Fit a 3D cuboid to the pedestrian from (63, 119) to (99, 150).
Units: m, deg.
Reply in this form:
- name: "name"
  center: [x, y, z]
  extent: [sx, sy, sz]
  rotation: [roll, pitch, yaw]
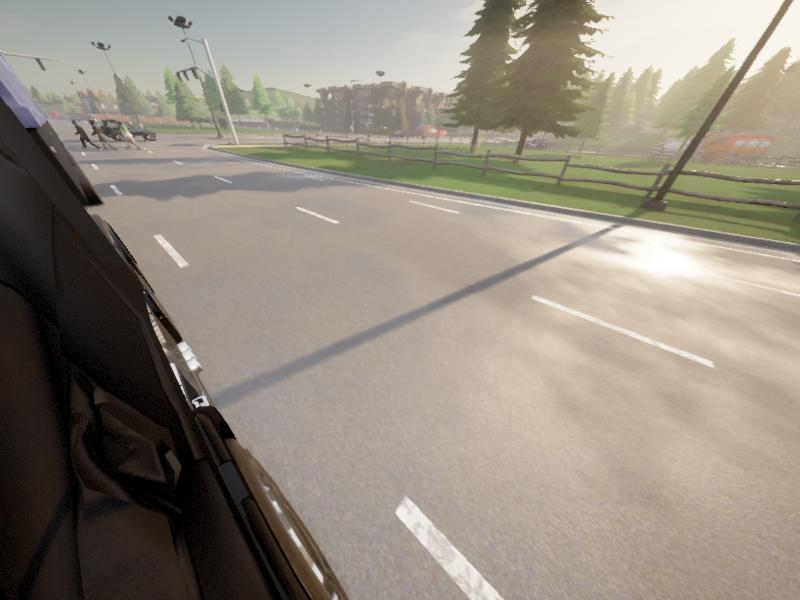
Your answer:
- name: "pedestrian"
  center: [-23.615, -12.262, 17.163]
  extent: [0.751, 1.860, 0.751]
  rotation: [-27, 46, -34]

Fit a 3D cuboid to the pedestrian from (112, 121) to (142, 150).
- name: "pedestrian"
  center: [-21.450, -12.946, 18.223]
  extent: [0.751, 1.860, 0.751]
  rotation: [-23, 44, -31]

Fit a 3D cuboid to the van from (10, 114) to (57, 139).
- name: "van"
  center: [-37.890, -18.025, 23.991]
  extent: [4.442, 1.987, 1.775]
  rotation: [28, 43, 30]

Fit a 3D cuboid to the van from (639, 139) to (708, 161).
- name: "van"
  center: [42.066, -23.377, 35.878]
  extent: [6.366, 2.431, 2.351]
  rotation: [28, 43, 30]

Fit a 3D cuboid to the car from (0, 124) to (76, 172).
- name: "car"
  center: [-18.803, -7.778, 11.647]
  extent: [5.027, 1.651, 2.152]
  rotation: [28, 43, 30]

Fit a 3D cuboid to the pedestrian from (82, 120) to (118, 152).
- name: "pedestrian"
  center: [-21.812, -11.944, 16.848]
  extent: [0.751, 1.860, 0.751]
  rotation: [-23, 44, -30]

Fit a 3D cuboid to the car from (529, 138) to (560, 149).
- name: "car"
  center: [31.470, -34.129, 50.423]
  extent: [5.027, 1.651, 2.152]
  rotation: [28, 43, 30]

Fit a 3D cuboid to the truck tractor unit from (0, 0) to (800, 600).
- name: "truck tractor unit"
  center: [-2.645, -0.295, 0.351]
  extent: [6.516, 4.208, 3.053]
  rotation: [28, 44, 30]

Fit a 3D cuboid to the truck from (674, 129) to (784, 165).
- name: "truck"
  center: [48.633, -23.182, 34.853]
  extent: [8.468, 3.827, 2.891]
  rotation: [28, 43, 30]

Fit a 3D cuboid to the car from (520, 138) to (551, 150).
- name: "car"
  center: [26.946, -31.093, 46.033]
  extent: [4.856, 1.649, 2.033]
  rotation: [28, 43, 30]

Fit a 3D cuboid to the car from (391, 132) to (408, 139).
- name: "car"
  center: [-0.130, -46.722, 65.559]
  extent: [1.837, 1.490, 4.892]
  rotation: [28, 44, 30]

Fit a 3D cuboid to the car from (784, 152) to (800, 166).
- name: "car"
  center: [61.879, -20.656, 34.150]
  extent: [4.974, 1.542, 2.038]
  rotation: [28, 43, 30]

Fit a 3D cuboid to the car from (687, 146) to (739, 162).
- name: "car"
  center: [50.787, -23.918, 37.694]
  extent: [4.553, 1.767, 2.097]
  rotation: [28, 43, 30]

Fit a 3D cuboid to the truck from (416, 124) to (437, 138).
- name: "truck"
  center: [9.674, -60.635, 83.021]
  extent: [2.891, 3.827, 8.468]
  rotation: [28, 43, 30]

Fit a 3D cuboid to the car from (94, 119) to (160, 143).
- name: "car"
  center: [-28.311, -17.609, 24.109]
  extent: [1.905, 1.878, 3.866]
  rotation: [28, 44, 30]

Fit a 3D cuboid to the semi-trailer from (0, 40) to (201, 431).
- name: "semi-trailer"
  center: [-8.701, -3.583, 4.253]
  extent: [14.254, 4.402, 2.717]
  rotation: [28, 43, 30]
